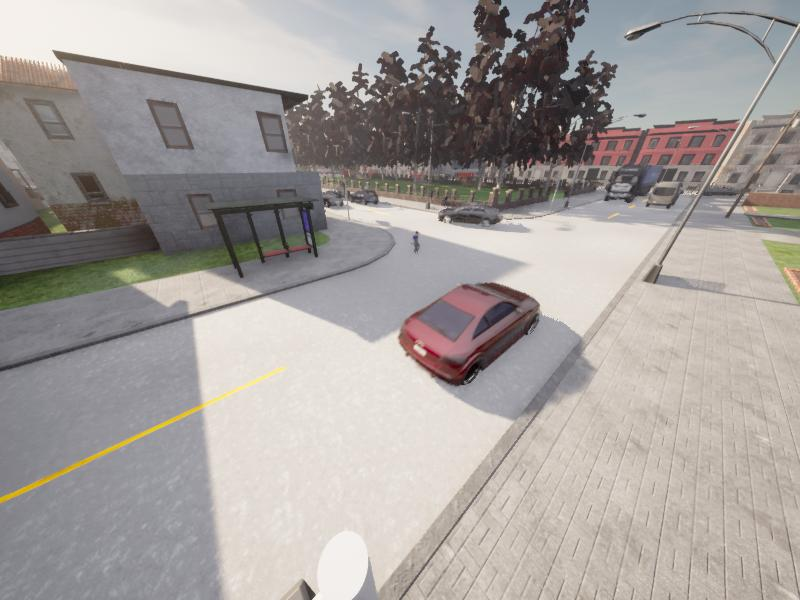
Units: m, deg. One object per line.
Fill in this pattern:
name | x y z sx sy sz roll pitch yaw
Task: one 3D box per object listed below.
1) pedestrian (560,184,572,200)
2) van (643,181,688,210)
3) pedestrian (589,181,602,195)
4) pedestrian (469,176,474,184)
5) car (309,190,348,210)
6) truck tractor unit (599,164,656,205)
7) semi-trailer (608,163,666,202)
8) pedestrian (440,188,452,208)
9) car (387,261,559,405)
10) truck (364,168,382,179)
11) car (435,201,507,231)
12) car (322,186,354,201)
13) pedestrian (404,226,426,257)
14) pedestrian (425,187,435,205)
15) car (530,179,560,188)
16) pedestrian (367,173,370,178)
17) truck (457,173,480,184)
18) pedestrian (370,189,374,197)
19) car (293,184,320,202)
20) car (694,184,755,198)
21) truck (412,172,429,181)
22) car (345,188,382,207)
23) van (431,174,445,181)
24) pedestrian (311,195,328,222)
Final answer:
pedestrian | 22.131 -14.377 30.790 0.751 1.860 0.751 21 36 32
van | 30.330 -12.052 26.342 5.915 2.561 1.988 -22 37 -33
pedestrian | 31.303 -17.986 37.044 0.751 1.860 0.751 -10 31 -16
pedestrian | 18.264 -30.664 59.000 0.751 1.860 0.751 -22 37 -33
car | -8.272 -11.588 26.566 2.128 1.511 4.902 -23 37 -34
truck tractor unit | 29.258 -14.965 29.709 6.516 4.208 3.053 -23 37 -35
semi-trailer | 35.268 -17.624 34.116 14.254 4.402 2.717 -23 37 -34
pedestrian | 4.997 -11.137 25.181 0.751 1.860 0.751 -22 36 -32
car | 1.955 0.386 5.969 4.181 1.385 1.994 -23 37 -34
truck | -11.281 -52.520 95.580 2.891 3.827 8.468 -23 37 -34
car | 5.500 -6.705 18.106 4.902 1.511 2.128 14 34 23
car | -8.861 -15.242 32.895 2.128 1.511 4.902 -25 38 -36
pedestrian | 0.766 -3.014 11.877 0.751 1.300 0.751 -23 37 -34
pedestrian | 3.507 -12.118 26.879 0.751 1.860 0.751 -22 37 -33
car | 32.118 -25.902 51.331 1.882 1.535 5.008 -23 37 -34
pedestrian | -12.396 -49.113 90.954 0.751 1.860 0.751 -15 33 -24
truck | 19.088 -34.069 64.543 2.627 2.467 5.204 -23 37 -34
pedestrian | -4.115 -15.672 33.794 0.500 1.100 0.500 -8 31 -14
car | -12.823 -14.698 31.585 1.932 1.855 4.605 -21 36 -32
car | 48.661 -16.479 34.875 4.611 1.667 2.242 14 32 23
truck | 6.699 -41.476 77.328 2.627 2.467 5.204 -22 38 -33
car | -4.501 -12.646 28.282 2.033 1.649 4.856 -24 38 -35
van | 12.609 -40.822 76.730 1.775 1.987 4.442 -23 37 -34
pedestrian | -6.466 -7.391 18.673 0.751 1.860 0.751 -23 37 -34
